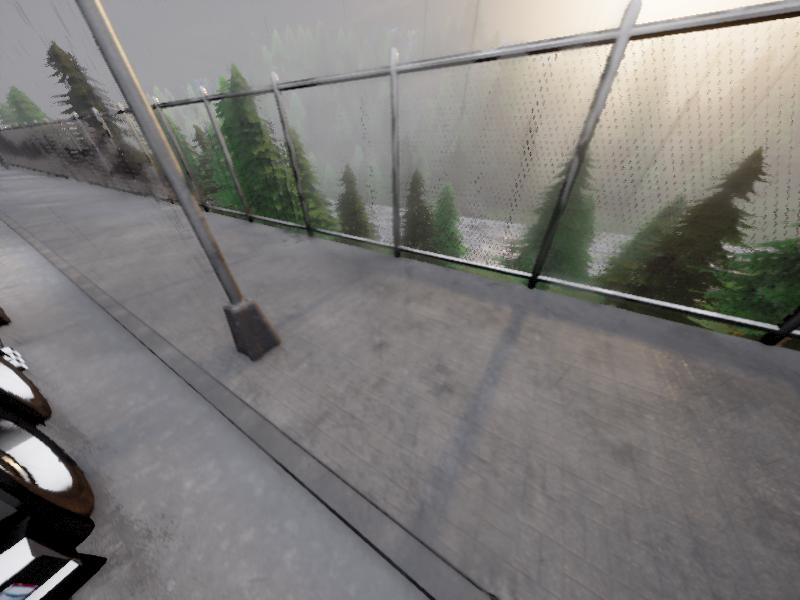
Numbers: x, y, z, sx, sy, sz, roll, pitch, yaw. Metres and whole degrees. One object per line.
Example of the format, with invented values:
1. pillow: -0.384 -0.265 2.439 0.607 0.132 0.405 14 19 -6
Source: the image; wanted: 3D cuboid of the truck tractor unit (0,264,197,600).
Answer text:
1. truck tractor unit: -5.116 -0.292 0.793 6.516 4.208 3.053 18 39 24
